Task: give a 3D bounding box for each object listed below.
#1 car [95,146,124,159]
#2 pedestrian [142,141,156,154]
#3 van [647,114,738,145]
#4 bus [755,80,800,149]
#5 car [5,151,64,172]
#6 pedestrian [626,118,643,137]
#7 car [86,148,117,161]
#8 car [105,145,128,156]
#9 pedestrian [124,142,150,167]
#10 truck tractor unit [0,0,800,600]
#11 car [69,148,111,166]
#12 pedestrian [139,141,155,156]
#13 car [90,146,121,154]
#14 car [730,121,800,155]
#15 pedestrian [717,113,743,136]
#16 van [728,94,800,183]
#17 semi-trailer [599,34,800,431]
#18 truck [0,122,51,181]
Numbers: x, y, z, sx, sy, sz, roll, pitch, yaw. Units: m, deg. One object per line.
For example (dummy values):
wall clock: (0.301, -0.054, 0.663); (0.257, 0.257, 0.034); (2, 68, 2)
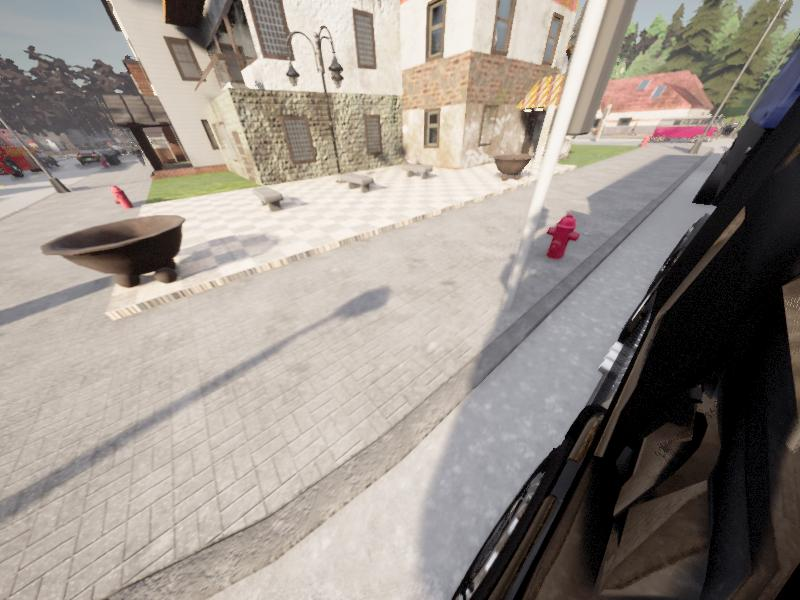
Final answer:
car: (-48.030, -24.509, 38.280); (2.033, 1.411, 5.357); (-28, 44, -30)
pedestrian: (-41.878, -25.463, 38.561); (0.751, 1.860, 0.751); (-27, 43, -29)
van: (26.210, -15.468, 21.007); (1.775, 1.987, 4.442); (-20, 40, -21)
bus: (30.022, -12.642, 15.098); (3.944, 4.253, 10.273); (23, 44, 30)
car: (-40.042, -15.359, 25.474); (2.163, 1.488, 4.792); (-28, 44, -30)
pedestrian: (29.546, -21.758, 29.092); (0.751, 1.860, 0.751); (-32, 46, -33)
car: (-43.071, -21.112, 33.447); (1.994, 1.385, 4.181); (-28, 44, -30)
car: (-53.866, -28.519, 43.966); (1.812, 1.442, 4.674); (-28, 44, -30)
pedestrian: (-24.212, -13.401, 21.324); (0.751, 1.860, 0.751); (-28, 43, -29)
truck tractor unit: (2.645, -0.295, 0.351); (6.516, 4.208, 3.053); (-28, 44, -30)
car: (-38.040, -17.737, 28.486); (2.038, 1.542, 4.974); (-28, 44, -30)
pedestrian: (-37.274, -22.333, 34.088); (0.751, 1.860, 0.751); (-24, 42, -26)
car: (-63.625, -32.394, 49.887); (4.718, 1.301, 1.895); (6, 38, 11)
car: (23.111, -10.295, 14.655); (3.705, 1.549, 1.789); (-32, 46, -34)
pedestrian: (34.660, -18.415, 24.300); (0.751, 1.860, 0.751); (-29, 44, -31)
van: (16.459, -6.855, 9.658); (5.915, 2.561, 1.988); (-28, 44, -30)
semi-trailer: (8.650, -3.636, 4.275); (14.254, 4.402, 2.717); (-29, 44, -30)
truck: (-34.482, -12.462, 19.293); (2.891, 3.827, 8.468); (-28, 44, -30)
